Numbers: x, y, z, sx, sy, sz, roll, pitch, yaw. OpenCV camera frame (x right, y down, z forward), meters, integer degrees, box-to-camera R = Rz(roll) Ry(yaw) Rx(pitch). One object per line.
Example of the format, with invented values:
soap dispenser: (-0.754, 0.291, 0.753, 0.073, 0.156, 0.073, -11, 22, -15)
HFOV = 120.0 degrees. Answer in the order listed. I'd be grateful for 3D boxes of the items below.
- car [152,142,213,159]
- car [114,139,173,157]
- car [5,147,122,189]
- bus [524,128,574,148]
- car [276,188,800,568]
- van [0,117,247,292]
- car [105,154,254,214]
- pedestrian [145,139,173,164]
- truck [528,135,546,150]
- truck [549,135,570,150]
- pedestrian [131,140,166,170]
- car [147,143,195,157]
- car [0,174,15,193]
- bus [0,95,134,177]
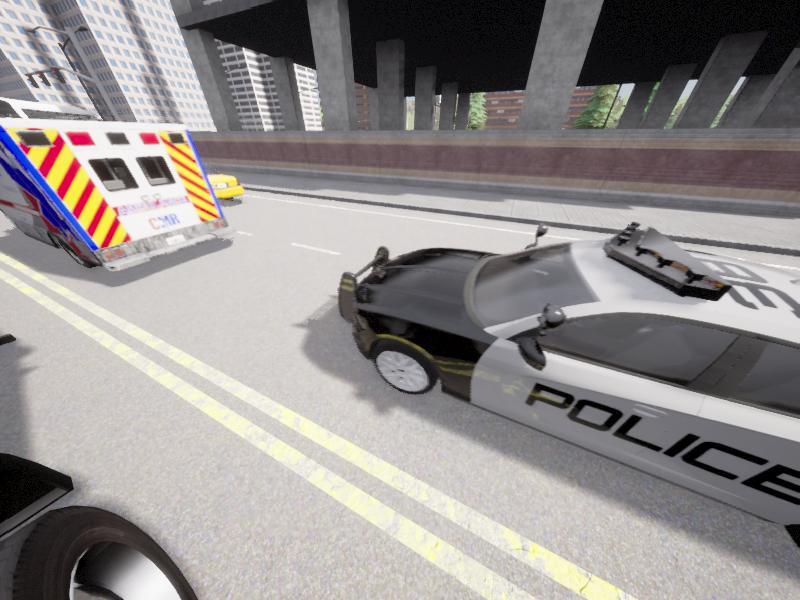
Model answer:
car: (-27.598, -19.254, 29.594, 1.930, 1.638, 5.238, 15, 38, 20)
car: (-34.362, -20.525, 31.147, 1.932, 1.855, 4.605, 17, 38, 22)
car: (-18.908, -7.571, 13.066, 4.611, 1.667, 2.242, 15, 38, 20)
bus: (39.982, -43.835, 62.586, 10.273, 4.253, 3.944, 15, 38, 20)
car: (1.769, 0.219, 2.184, 5.238, 1.638, 1.930, 15, 38, 20)
van: (-7.240, -2.525, 5.333, 6.366, 2.431, 2.351, 15, 38, 20)
car: (-8.844, -4.830, 9.325, 5.366, 1.575, 1.801, 15, 38, 20)
pedestrian: (-21.338, -13.141, 20.475, 0.751, 1.860, 0.751, 16, 38, 21)
truck: (29.439, -34.063, 49.947, 2.615, 2.467, 5.204, 15, 38, 20)
truck: (33.350, -33.005, 48.473, 2.615, 2.467, 5.204, 15, 38, 20)
pedestrian: (-18.245, -10.539, 16.807, 0.751, 1.860, 0.751, 0, 35, 0)
car: (-30.648, -20.198, 31.055, 1.970, 1.475, 3.806, 15, 38, 20)
car: (-21.691, -6.033, 11.008, 4.902, 1.511, 2.128, 15, 38, 20)
bus: (-27.726, -13.114, 18.639, 3.944, 4.253, 10.273, -16, 38, -19)
